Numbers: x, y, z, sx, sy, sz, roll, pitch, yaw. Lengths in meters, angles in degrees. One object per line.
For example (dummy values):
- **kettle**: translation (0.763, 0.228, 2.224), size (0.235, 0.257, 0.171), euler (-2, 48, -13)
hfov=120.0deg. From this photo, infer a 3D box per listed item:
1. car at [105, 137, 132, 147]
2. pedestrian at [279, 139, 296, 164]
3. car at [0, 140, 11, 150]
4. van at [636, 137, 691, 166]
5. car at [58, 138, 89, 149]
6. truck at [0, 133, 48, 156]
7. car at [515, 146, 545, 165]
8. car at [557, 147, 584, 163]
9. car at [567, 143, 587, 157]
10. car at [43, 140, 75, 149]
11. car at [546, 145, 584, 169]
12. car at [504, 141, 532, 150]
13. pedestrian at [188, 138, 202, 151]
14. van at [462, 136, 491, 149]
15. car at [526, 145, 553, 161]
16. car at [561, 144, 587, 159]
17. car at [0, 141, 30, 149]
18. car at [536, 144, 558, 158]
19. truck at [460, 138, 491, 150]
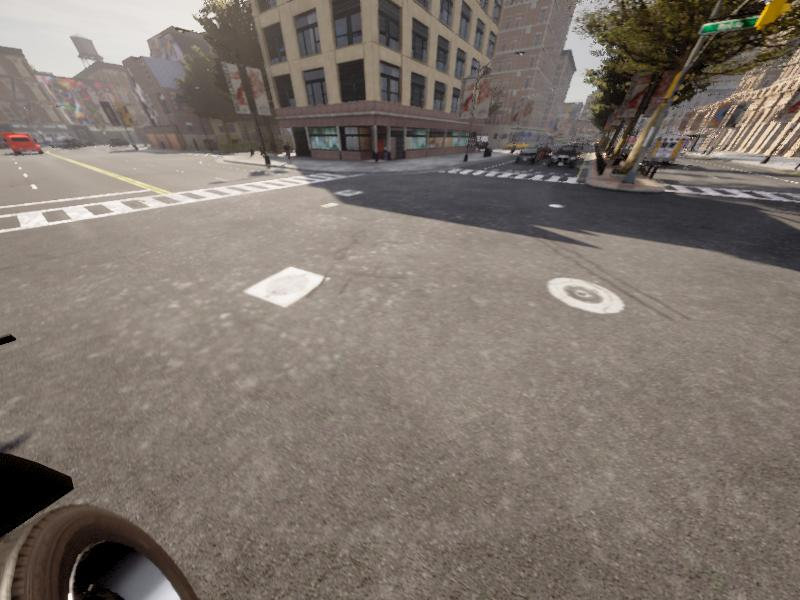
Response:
- **car**: translation (-67.317, -37.856, 55.402), size (1.932, 1.855, 4.605), euler (-11, 37, -15)
- **pedestrian**: translation (-10.269, -13.565, 21.142), size (0.751, 1.860, 0.751), euler (26, 43, 32)
- **car**: translation (-73.640, -27.900, 41.590), size (2.002, 1.452, 4.674), euler (-22, 41, -28)
- **van**: translation (28.464, -16.409, 25.322), size (2.351, 2.431, 6.366), euler (22, 41, 28)
- **car**: translation (-65.681, -31.584, 46.519), size (1.932, 1.855, 4.605), euler (-21, 40, -27)
- **truck**: translation (-52.048, -21.553, 31.889), size (5.204, 2.467, 2.627), euler (22, 41, 28)
- **car**: translation (14.244, -15.844, 25.251), size (1.812, 1.442, 4.674), euler (22, 41, 28)
- **car**: translation (20.144, -17.195, 27.285), size (1.994, 1.385, 4.181), euler (22, 41, 27)
- **car**: translation (27.734, -23.560, 36.170), size (1.851, 1.617, 3.988), euler (22, 41, 28)
- **car**: translation (-70.779, -32.405, 48.006), size (2.007, 1.525, 4.514), euler (-19, 39, -25)
- **car**: translation (16.018, -13.906, 22.322), size (2.242, 1.667, 4.611), euler (22, 41, 28)
- **car**: translation (27.077, -35.596, 53.260), size (5.366, 1.575, 1.801), euler (10, 36, 13)
- **pedestrian**: translation (-33.330, -25.335, 37.640), size (0.751, 1.860, 0.751), euler (7, 36, 9)
- **van**: translation (18.776, -38.863, 56.994), size (5.915, 2.561, 1.988), euler (21, 40, 26)
- **car**: translation (18.000, -19.024, 29.723), size (2.007, 1.525, 4.514), euler (22, 41, 28)
- **car**: translation (23.948, -20.393, 31.729), size (2.128, 1.511, 4.902), euler (22, 41, 28)
- **car**: translation (-76.744, -30.627, 45.561), size (1.895, 1.301, 4.718), euler (-15, 38, -21)
- **car**: translation (21.708, -22.102, 34.148), size (1.837, 1.490, 4.892), euler (22, 40, 27)
- **truck**: translation (17.670, -36.639, 54.209), size (6.274, 2.098, 2.390), euler (21, 40, 27)
